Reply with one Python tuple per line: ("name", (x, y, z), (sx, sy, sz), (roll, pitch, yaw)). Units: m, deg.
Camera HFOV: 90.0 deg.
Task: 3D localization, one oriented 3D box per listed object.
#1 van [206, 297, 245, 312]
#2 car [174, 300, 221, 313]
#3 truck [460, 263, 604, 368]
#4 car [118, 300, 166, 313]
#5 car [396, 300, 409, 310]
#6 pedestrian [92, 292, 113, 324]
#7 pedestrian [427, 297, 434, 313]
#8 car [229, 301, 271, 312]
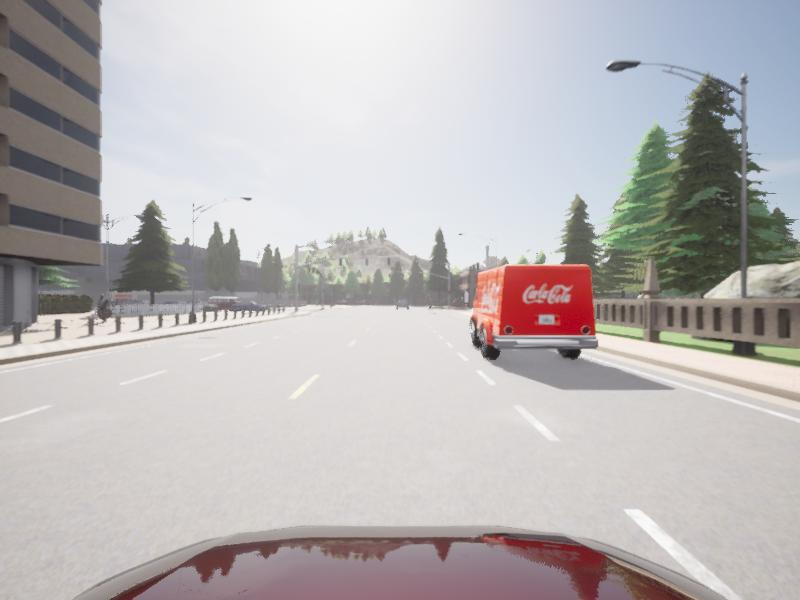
("van", (-24.086, 0.565, 55.286), (4.480, 2.038, 2.069), (0, 0, 0))
("car", (-26.149, 0.774, 51.791), (5.027, 1.651, 2.152), (0, 0, 0))
("truck", (3.501, 0.355, 12.020), (2.627, 2.467, 5.204), (0, 0, 0))
("car", (-33.375, 0.771, 51.785), (4.856, 1.649, 2.033), (0, 0, 0))
("car", (0.443, 0.772, 69.267), (2.152, 1.651, 5.027), (0, 0, 0))
("pedestrian", (-17.656, 0.478, 23.770), (0.751, 1.860, 0.751), (0, 0, -8))
("pedestrian", (3.584, 0.632, 47.174), (0.751, 1.860, 0.751), (0, 0, 1))
("car", (-19.350, 0.863, 51.740), (4.674, 1.442, 1.812), (0, 0, 1))
